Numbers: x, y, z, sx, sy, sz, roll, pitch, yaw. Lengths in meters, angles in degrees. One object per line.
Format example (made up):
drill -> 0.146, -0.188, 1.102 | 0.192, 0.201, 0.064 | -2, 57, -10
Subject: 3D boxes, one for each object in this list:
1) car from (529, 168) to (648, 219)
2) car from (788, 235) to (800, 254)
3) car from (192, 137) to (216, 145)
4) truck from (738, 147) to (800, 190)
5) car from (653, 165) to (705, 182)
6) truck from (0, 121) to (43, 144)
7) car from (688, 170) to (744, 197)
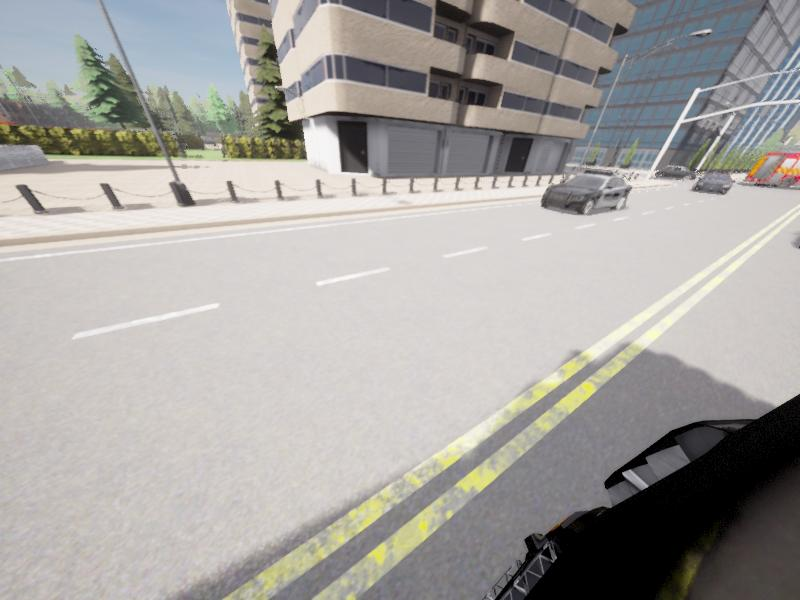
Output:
car -> 8.720, -5.059, 10.683 | 5.238, 1.638, 1.930 | -16, 38, -26
car -> 14.606, -2.185, 7.009 | 4.792, 1.488, 2.163 | -16, 38, -26
car -> -52.358, -42.522, 61.802 | 4.611, 1.667, 2.242 | -16, 38, -26
truck -> 44.801, -14.038, 24.931 | 8.468, 3.827, 2.891 | 12, 35, 13
car -> 35.803, -16.331, 29.718 | 1.970, 1.475, 3.806 | -21, 41, -31
truck -> -55.728, -24.011, 33.084 | 2.627, 2.467, 5.204 | -16, 38, -26
car -> 25.827, -9.672, 19.026 | 4.974, 1.542, 2.038 | -24, 42, -34
